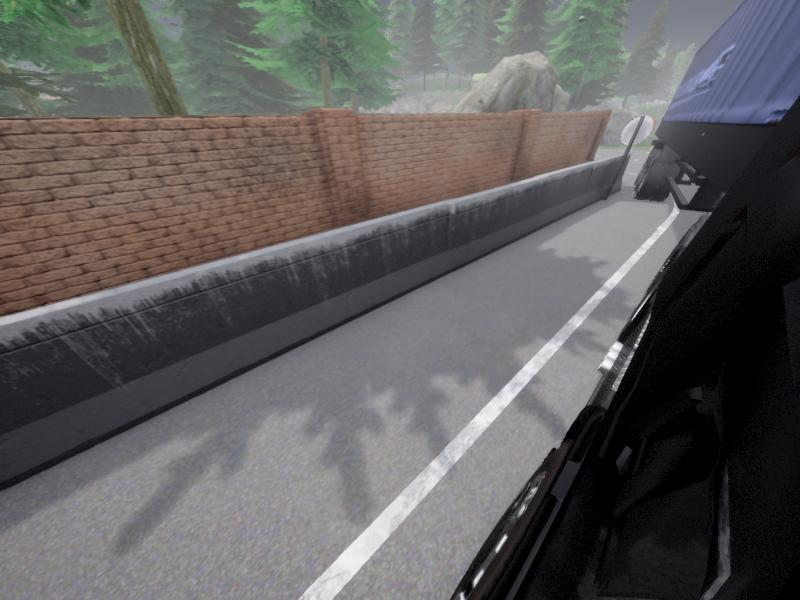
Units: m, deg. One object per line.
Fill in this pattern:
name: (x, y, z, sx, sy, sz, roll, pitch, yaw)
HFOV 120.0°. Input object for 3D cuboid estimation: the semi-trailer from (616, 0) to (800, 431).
semi-trailer: (7.874, -4.056, 4.908, 2.717, 4.402, 14.254, 25, 45, 31)

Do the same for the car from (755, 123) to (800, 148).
car: (29.525, -12.683, 17.763, 4.718, 1.301, 1.895, -27, 43, -29)

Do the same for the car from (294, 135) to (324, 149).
car: (-15.272, -26.831, 39.132, 2.033, 1.649, 4.856, 10, 39, 13)

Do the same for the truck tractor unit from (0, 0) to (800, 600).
truck tractor unit: (2.645, -0.295, 0.351, 6.516, 4.208, 3.053, -28, 44, -30)

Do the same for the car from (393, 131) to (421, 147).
car: (0.873, -21.683, 31.114, 1.789, 1.549, 3.705, -27, 43, -29)
